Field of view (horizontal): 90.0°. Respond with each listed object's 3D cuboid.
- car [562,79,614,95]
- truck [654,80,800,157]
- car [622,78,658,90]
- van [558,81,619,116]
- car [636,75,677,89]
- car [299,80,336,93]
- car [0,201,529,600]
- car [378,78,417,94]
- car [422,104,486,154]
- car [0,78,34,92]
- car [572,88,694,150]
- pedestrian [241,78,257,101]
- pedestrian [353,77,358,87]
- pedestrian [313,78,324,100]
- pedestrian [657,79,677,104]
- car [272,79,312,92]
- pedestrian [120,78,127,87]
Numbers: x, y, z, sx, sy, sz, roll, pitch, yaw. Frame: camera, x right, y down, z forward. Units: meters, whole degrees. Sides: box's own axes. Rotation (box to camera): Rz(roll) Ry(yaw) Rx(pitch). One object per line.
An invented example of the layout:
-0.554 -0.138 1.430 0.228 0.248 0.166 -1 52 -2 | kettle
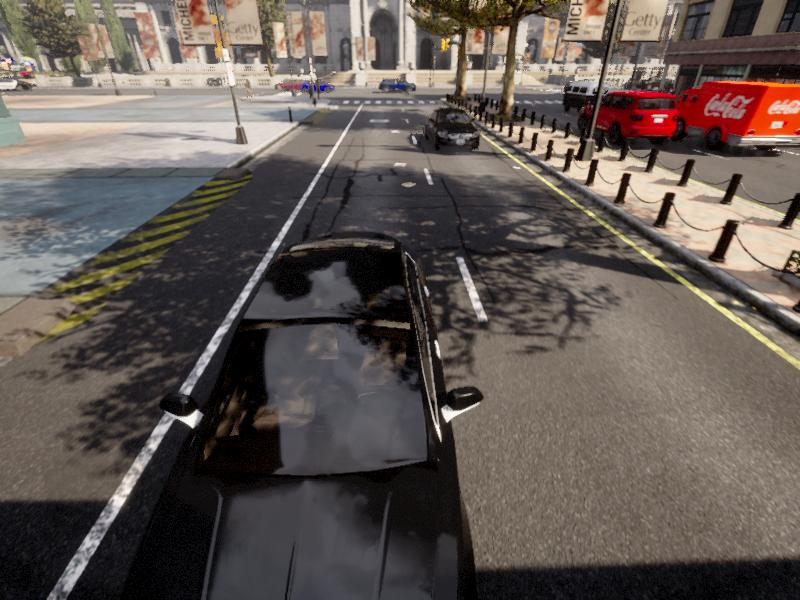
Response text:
22.761 -25.886 48.594 5.238 1.638 1.930 -1 30 -2 | car
13.977 -7.880 17.015 2.627 2.467 5.204 -1 30 -1 | truck
34.764 -31.293 57.968 3.806 1.475 1.970 -1 30 -1 | car
13.559 -14.751 29.173 2.069 2.038 4.480 -1 30 -1 | van
35.065 -29.812 54.790 3.988 1.617 1.851 -1 30 -1 | car
-10.420 -27.171 50.908 4.193 1.474 1.816 -1 30 -1 | car
-0.554 0.585 3.511 1.837 1.490 4.892 -1 30 -2 | car
-0.353 -27.365 51.095 4.856 1.649 2.033 -1 30 -1 | car
2.192 -7.606 17.551 1.812 1.442 4.674 -2 30 -4 | car
-53.062 -28.999 53.874 4.974 1.542 2.038 -12 32 -20 | car
10.427 -8.580 18.626 2.150 2.045 5.566 -1 30 -2 | car
-14.064 -19.610 37.269 0.751 1.860 0.751 5 31 8 | pedestrian
-6.915 -33.788 62.042 0.751 1.300 0.751 -1 30 -2 | pedestrian
-7.772 -20.070 38.062 0.751 1.860 0.751 -1 30 -2 | pedestrian
23.214 -18.138 34.797 0.751 1.860 0.751 1 30 1 | pedestrian
-14.479 -28.886 53.836 4.792 1.488 2.163 -1 30 -1 | car
-43.401 -34.141 62.802 0.500 1.100 0.500 4 31 7 | pedestrian
